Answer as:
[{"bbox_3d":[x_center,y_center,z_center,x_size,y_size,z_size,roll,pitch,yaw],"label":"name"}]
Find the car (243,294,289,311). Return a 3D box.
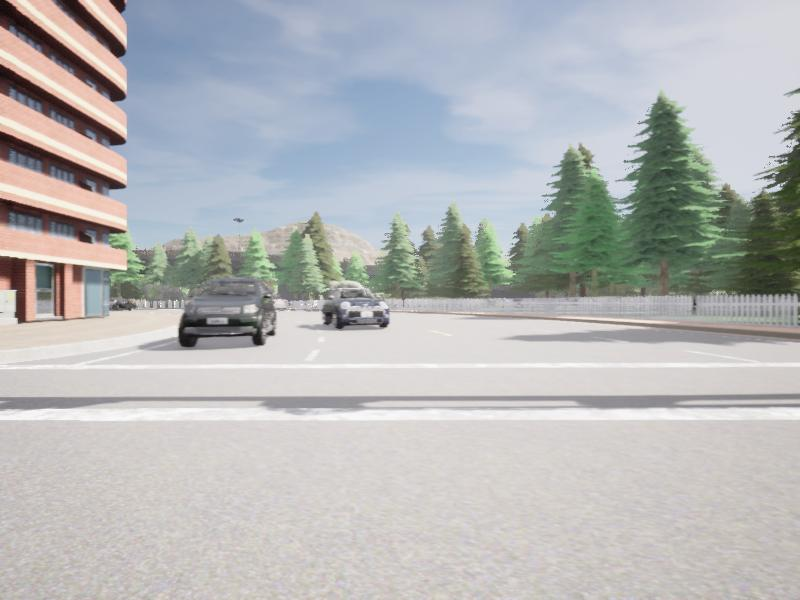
[{"bbox_3d":[-13.996,0.301,41.796,4.611,1.667,2.242,0,0,33],"label":"car"}]

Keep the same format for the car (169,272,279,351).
[{"bbox_3d":[-4.060,0.233,9.858,1.789,1.549,3.705,0,0,-12],"label":"car"}]

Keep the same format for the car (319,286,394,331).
[{"bbox_3d":[-1.787,0.279,15.193,1.970,1.475,3.806,0,0,-21],"label":"car"}]

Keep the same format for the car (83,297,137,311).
[{"bbox_3d":[-32.543,0.446,44.957,4.974,1.542,2.038,0,0,9],"label":"car"}]
